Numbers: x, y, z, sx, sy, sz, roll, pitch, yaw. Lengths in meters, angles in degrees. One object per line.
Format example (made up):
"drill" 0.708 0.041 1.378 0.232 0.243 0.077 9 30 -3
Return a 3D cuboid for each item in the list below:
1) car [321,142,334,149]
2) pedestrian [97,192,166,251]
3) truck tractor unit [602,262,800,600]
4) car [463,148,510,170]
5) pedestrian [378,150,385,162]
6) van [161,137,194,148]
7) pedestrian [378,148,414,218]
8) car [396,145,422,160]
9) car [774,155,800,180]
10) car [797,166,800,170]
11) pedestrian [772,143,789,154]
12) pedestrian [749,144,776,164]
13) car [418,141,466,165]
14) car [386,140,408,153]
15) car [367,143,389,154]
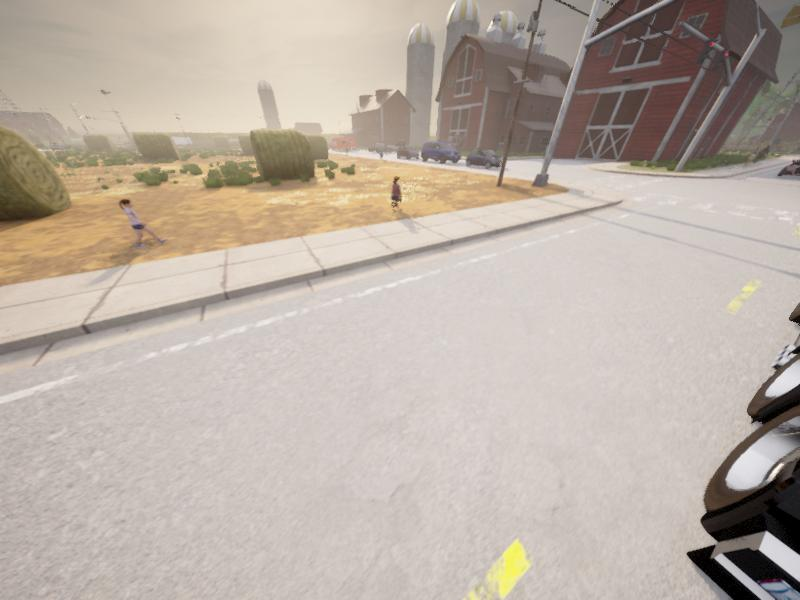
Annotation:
"car" -21.024 -44.733 66.653 2.038 1.542 4.974 -19 39 -26
"pedestrian" -5.931 -1.758 5.183 0.500 1.100 0.500 -19 39 -26
"truck tractor unit" 5.108 -0.303 0.790 6.516 4.208 3.053 -18 39 -24
"car" 8.176 -13.559 22.143 1.845 1.501 3.633 -19 39 -25
"pedestrian" -2.111 -16.339 26.134 0.500 1.100 0.500 -28 44 -34
"van" -61.904 -44.078 64.577 5.915 2.561 1.988 -18 39 -24
"pedestrian" -0.125 -3.735 7.401 0.751 1.860 0.751 -29 44 -35
"car" 1.170 -20.123 31.506 1.789 1.549 3.705 -19 39 -26
"car" 30.753 -9.970 17.357 4.181 1.385 1.994 -18 39 -25
"car" 41.231 -13.566 22.365 5.238 1.638 1.930 -18 39 -25
"pedestrian" 73.422 -29.215 44.590 0.751 1.860 0.751 -9 36 -12
"pedestrian" 40.147 -16.182 25.614 0.751 1.860 0.751 -20 40 -26
"car" 4.643 -17.085 26.737 2.150 2.045 5.566 -19 39 -25
"car" -0.624 -30.451 45.755 3.866 1.878 1.905 8 41 14
"car" -4.233 -29.039 44.169 2.152 1.651 5.027 -20 39 -25
